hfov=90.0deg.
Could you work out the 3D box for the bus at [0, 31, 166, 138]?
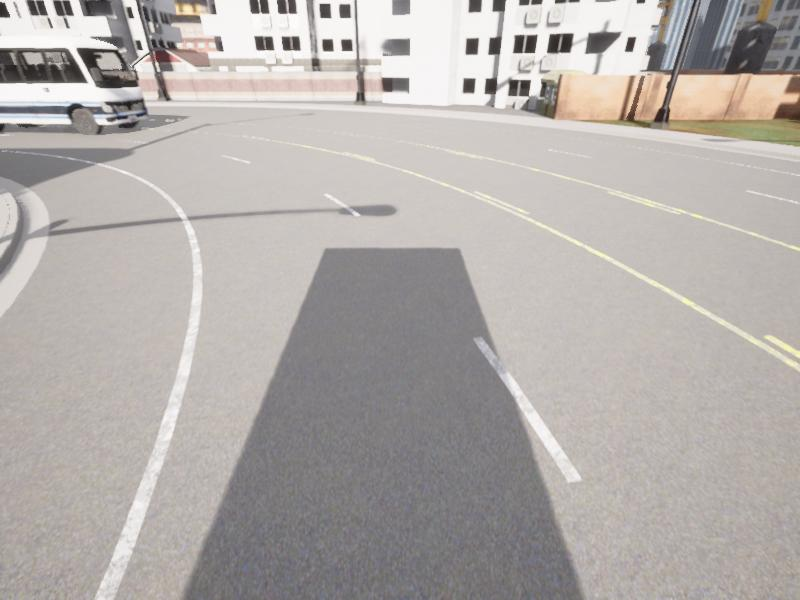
[{"bbox_3d":[-18.540,-10.873,20.297,10.273,4.253,3.944,3,30,5],"label":"bus"}]
